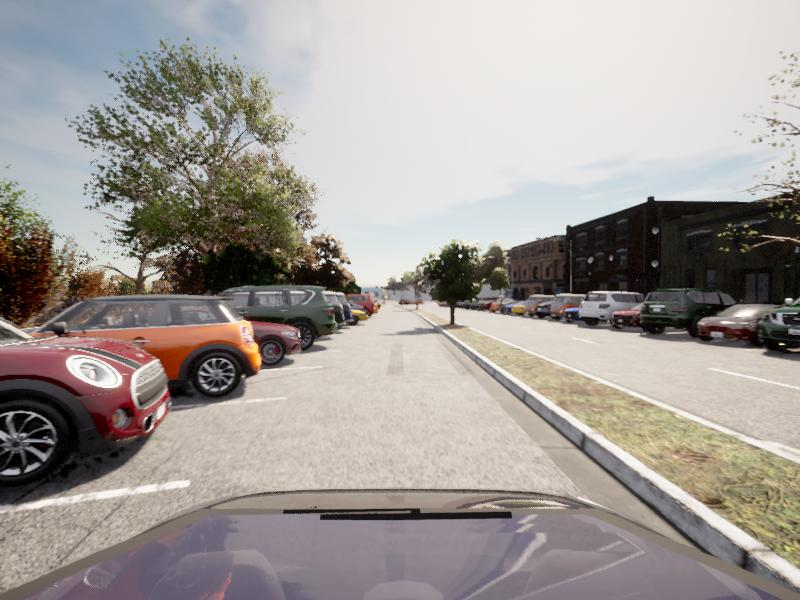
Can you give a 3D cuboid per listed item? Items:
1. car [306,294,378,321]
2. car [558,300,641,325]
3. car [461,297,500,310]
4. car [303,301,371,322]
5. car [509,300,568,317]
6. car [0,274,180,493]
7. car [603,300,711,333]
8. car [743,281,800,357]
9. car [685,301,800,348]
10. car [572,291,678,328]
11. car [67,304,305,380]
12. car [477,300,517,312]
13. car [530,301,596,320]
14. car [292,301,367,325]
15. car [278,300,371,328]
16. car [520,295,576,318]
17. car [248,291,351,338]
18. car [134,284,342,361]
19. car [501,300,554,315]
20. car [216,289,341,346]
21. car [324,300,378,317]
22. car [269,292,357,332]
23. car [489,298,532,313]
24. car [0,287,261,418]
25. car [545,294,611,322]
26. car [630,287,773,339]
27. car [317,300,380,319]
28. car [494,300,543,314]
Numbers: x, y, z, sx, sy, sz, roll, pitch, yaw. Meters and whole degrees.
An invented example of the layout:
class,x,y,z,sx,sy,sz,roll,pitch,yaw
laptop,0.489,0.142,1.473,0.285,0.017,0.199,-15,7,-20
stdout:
class,x,y,z,sx,sy,sz,roll,pitch,yaw
car,-4.876,0.568,33.565,5.566,2.045,2.435,-1,0,-20
car,13.361,0.797,26.827,5.008,1.535,2.097,1,0,-20
car,12.701,0.521,63.008,5.566,2.045,2.435,1,0,-23
car,-4.816,0.849,30.616,4.792,1.488,2.163,-1,0,-20
car,13.505,0.790,38.943,5.366,1.575,1.946,1,0,-20
car,-4.857,0.702,3.806,4.553,1.767,2.185,-1,0,-20
car,13.361,0.800,20.816,5.008,1.535,2.097,1,0,-20
car,13.336,0.553,11.786,5.566,2.045,2.435,1,0,-20
car,13.331,0.832,14.794,4.792,1.488,2.163,1,0,-20
car,13.386,0.548,23.835,5.566,2.045,2.435,1,0,-20
car,-4.827,0.866,9.769,4.674,1.452,2.002,-1,0,-20
car,13.072,0.779,53.970,5.008,1.535,2.097,1,0,-22
car,13.381,0.824,32.860,4.792,1.488,2.163,1,0,-20
car,-4.865,0.850,27.613,4.792,1.488,2.163,-1,0,-20
car,-4.661,0.816,24.716,5.366,1.575,1.946,-1,0,-20
car,13.241,0.566,35.816,4.442,1.987,1.878,1,0,-20
car,-4.725,0.596,18.739,4.442,1.987,1.878,-1,0,-20
car,-4.856,0.574,12.731,5.566,2.045,2.435,-1,0,-20
car,13.319,0.789,41.886,5.008,1.535,2.097,1,0,-21
car,-4.721,0.597,15.762,4.442,1.987,1.878,-1,0,-20
car,-4.876,0.818,39.519,4.892,1.521,2.231,-1,0,-20
car,-4.729,0.595,21.718,4.442,1.987,1.878,-1,0,-20
car,13.201,0.659,47.924,4.553,1.767,2.185,1,0,-21
car,-4.795,0.701,6.797,4.553,1.767,2.185,-1,0,-20
car,13.253,0.569,29.791,4.442,1.987,1.878,1,0,-20
car,13.385,0.551,17.827,5.566,2.045,2.435,1,0,-20
car,-4.688,0.812,36.618,5.366,1.575,1.946,-1,0,-20
car,13.262,0.788,44.905,4.892,1.521,2.231,1,0,-21
